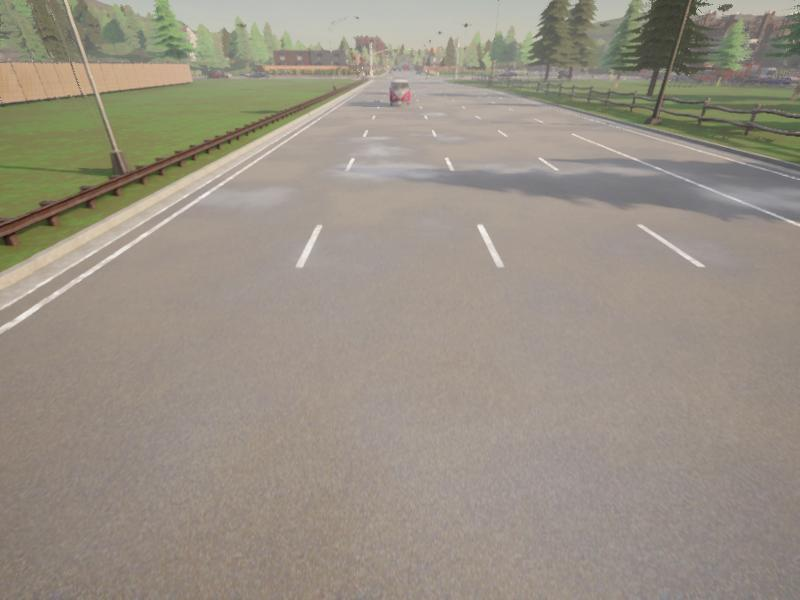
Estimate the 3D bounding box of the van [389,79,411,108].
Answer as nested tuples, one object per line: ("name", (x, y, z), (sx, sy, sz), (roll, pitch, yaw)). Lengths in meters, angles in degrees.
("van", (-0.010, -17.501, 33.810), (1.775, 1.987, 4.442), (0, 30, 0))
